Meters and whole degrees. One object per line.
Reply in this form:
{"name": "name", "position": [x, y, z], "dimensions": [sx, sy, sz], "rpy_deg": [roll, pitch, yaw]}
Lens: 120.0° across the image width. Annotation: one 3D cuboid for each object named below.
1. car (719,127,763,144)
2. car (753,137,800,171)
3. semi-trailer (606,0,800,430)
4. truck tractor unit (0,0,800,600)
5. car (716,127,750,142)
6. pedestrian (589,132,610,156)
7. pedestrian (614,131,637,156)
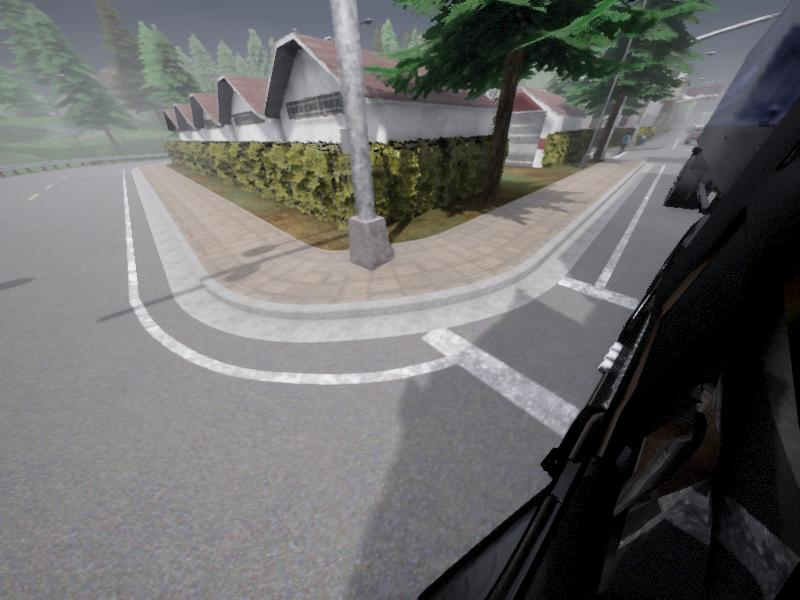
{"name": "car", "position": [42.829, -20.779, 29.156], "dimensions": [2.152, 1.651, 5.027], "rpy_deg": [29, 46, 35]}
{"name": "car", "position": [22.171, -8.032, 12.726], "dimensions": [1.812, 1.442, 4.674], "rpy_deg": [27, 42, 34]}
{"name": "semi-trailer", "position": [8.361, -3.741, 4.633], "dimensions": [14.254, 4.402, 2.717], "rpy_deg": [-31, 45, -34]}
{"name": "truck tractor unit", "position": [2.645, -0.295, 0.351], "dimensions": [6.516, 4.208, 3.053], "rpy_deg": [-28, 44, -30]}
{"name": "car", "position": [48.146, -24.022, 33.499], "dimensions": [2.038, 1.542, 4.974], "rpy_deg": [29, 46, 35]}
{"name": "pedestrian", "position": [19.055, -14.929, 22.113], "dimensions": [0.751, 1.860, 0.751], "rpy_deg": [-30, 44, -33]}
{"name": "pedestrian", "position": [20.795, -14.496, 21.365], "dimensions": [0.751, 1.860, 0.751], "rpy_deg": [-28, 44, -32]}
